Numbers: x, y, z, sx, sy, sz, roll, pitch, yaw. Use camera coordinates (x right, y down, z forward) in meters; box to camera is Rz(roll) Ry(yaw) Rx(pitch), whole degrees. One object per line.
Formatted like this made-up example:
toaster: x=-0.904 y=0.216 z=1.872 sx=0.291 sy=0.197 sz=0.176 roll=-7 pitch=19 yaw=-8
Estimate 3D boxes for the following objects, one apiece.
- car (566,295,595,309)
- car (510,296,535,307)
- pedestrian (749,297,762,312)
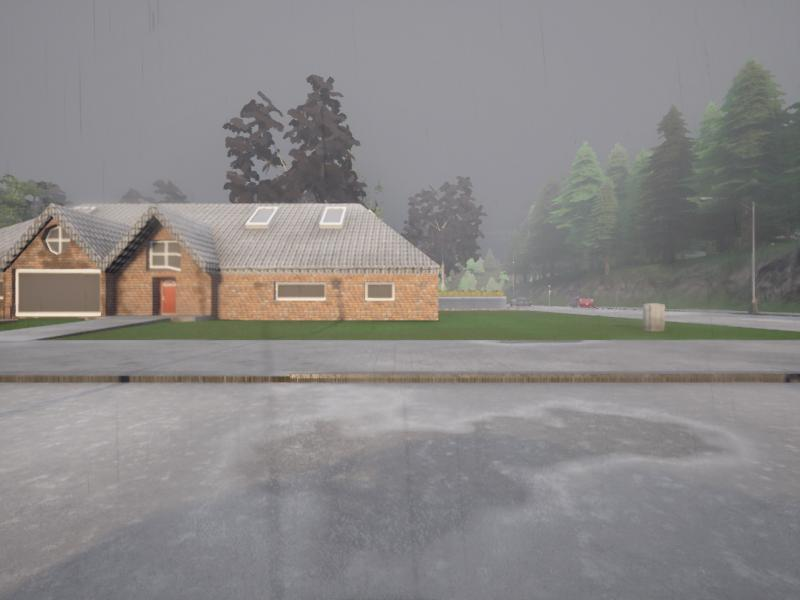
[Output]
car: x=21.229 y=0.225 z=47.182 sx=1.845 sy=1.501 sz=3.633 roll=0 pitch=0 yaw=0
car: x=17.234 y=0.224 z=56.691 sx=2.038 sy=1.542 sz=4.974 roll=0 pitch=0 yaw=0
pedestrian: x=25.193 y=0.313 z=28.359 sx=0.500 sy=1.100 sz=0.500 roll=0 pitch=0 yaw=17
